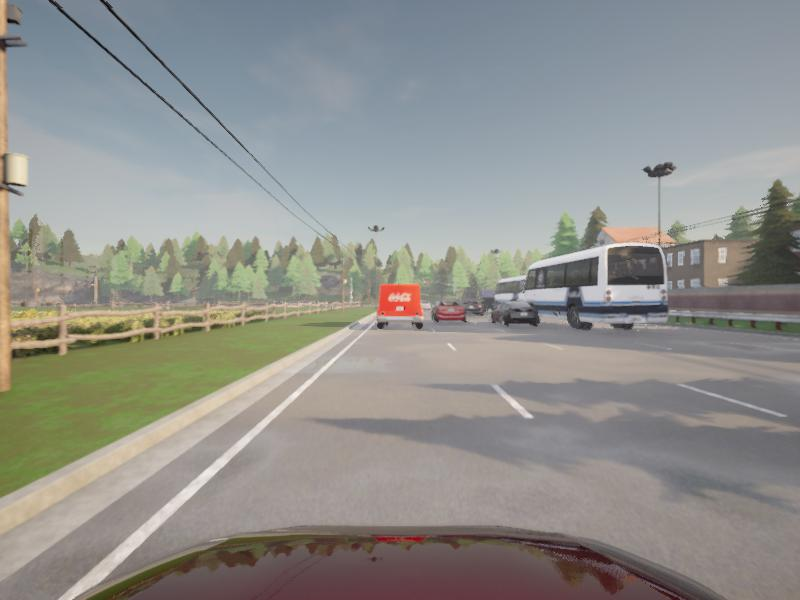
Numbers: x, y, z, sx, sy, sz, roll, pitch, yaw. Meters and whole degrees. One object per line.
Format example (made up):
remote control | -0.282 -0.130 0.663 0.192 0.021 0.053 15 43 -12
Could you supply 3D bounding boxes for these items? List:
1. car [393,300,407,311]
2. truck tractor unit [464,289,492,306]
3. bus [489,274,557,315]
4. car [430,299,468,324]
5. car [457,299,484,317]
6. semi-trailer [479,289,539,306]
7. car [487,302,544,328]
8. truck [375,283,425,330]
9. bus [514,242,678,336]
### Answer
car | -0.008 0.824 62.566 2.007 1.525 4.514 0 0 0
truck tractor unit | 19.656 -0.531 101.664 6.516 4.208 3.053 0 0 0
bus | 13.899 -0.568 46.556 3.944 4.253 10.273 1 0 -5
car | 3.494 0.754 29.317 2.242 1.667 4.611 0 0 0
car | 6.970 0.752 40.121 2.242 1.667 4.611 0 0 4
semi-trailer | 27.570 -0.626 101.562 14.254 4.402 2.717 0 0 1
car | 6.998 0.849 24.905 2.163 1.488 4.792 0 0 0
truck | -0.002 0.355 23.852 2.627 2.467 5.204 0 0 0
bus | 10.432 -0.533 23.406 3.944 4.253 10.273 -1 0 -4
